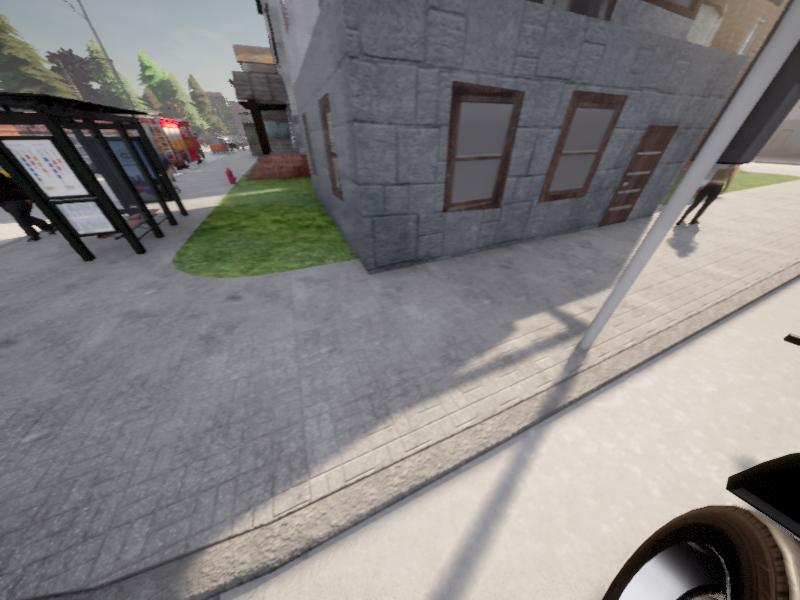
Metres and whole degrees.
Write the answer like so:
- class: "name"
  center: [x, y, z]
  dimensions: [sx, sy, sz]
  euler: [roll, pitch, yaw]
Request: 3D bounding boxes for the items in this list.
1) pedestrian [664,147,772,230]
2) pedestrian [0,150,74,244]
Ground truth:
- class: "pedestrian"
  center: [8.377, -2.971, 6.207]
  dimensions: [0.751, 1.860, 0.751]
  euler: [-14, 38, -19]
- class: "pedestrian"
  center: [-9.118, -2.337, 5.352]
  dimensions: [0.751, 1.860, 0.751]
  euler: [-4, 36, -6]
